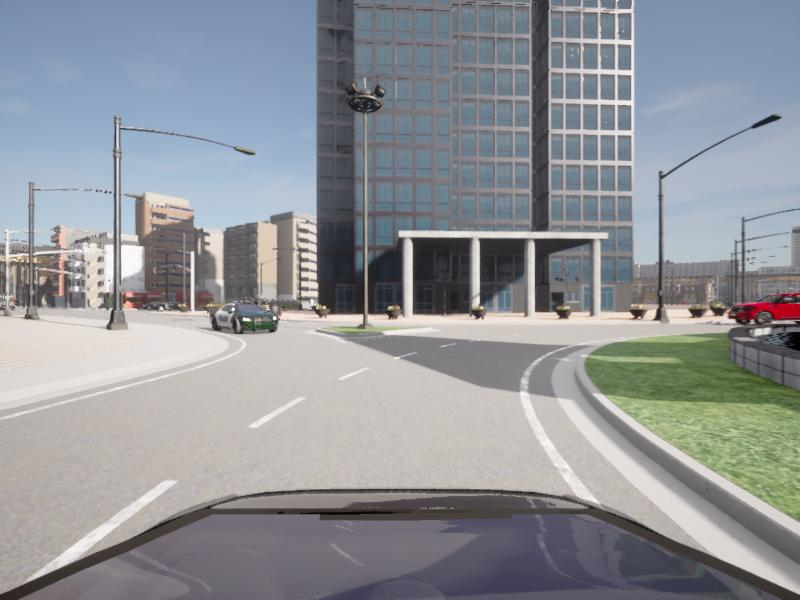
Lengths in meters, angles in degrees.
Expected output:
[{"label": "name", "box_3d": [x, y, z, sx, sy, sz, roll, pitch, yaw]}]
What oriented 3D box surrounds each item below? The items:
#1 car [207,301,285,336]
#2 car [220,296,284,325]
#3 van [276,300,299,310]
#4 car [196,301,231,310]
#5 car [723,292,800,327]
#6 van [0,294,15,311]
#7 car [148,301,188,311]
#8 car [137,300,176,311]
[{"label": "car", "box_3d": [-7.923, 0.839, 20.299, 2.038, 1.542, 4.974, 0, 0, -43]}, {"label": "car", "box_3d": [-10.449, 0.669, 28.146, 4.605, 1.855, 1.932, 0, 0, 35]}, {"label": "van", "box_3d": [-23.779, 1.074, 84.612, 1.775, 1.987, 4.442, 0, -1, 37]}, {"label": "car", "box_3d": [-33.397, 1.045, 71.728, 1.801, 1.575, 5.366, 0, -1, 37]}, {"label": "car", "box_3d": [23.564, 0.568, 24.457, 5.566, 2.045, 2.150, 0, 0, 11]}, {"label": "van", "box_3d": [-63.459, 0.379, 63.872, 5.915, 2.561, 1.988, 0, 0, 37]}, {"label": "car", "box_3d": [-37.990, 0.928, 65.594, 1.930, 1.638, 5.238, 0, -1, 37]}, {"label": "car", "box_3d": [-40.948, 0.924, 67.471, 1.930, 1.638, 5.238, 0, -1, 36]}]
